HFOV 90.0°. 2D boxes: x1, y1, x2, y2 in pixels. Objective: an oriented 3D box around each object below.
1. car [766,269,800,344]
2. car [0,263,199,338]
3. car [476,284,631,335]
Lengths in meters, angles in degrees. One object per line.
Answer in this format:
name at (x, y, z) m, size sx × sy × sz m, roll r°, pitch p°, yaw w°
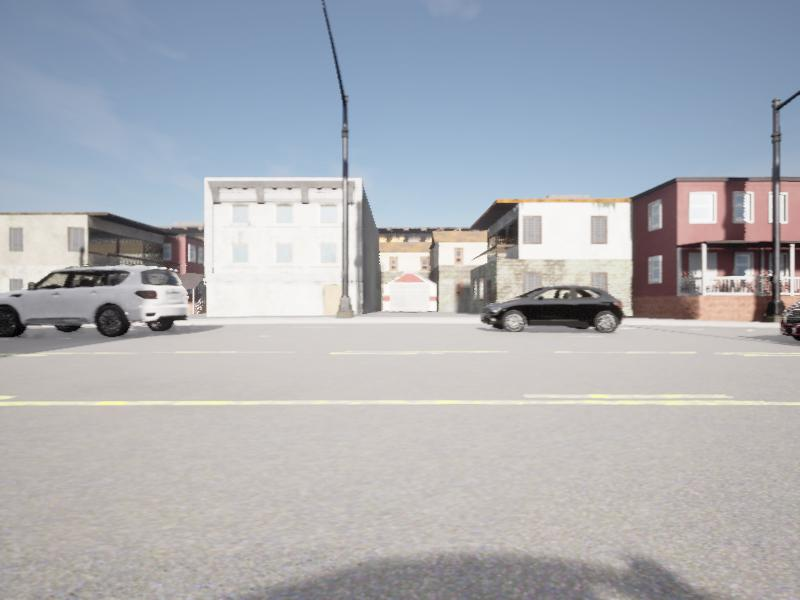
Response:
car at (11.677, 0.195, 9.205) m, size 4.553 × 1.767 × 2.097 m, roll 1°, pitch 0°, yaw 0°
car at (-9.425, 0.045, 12.251) m, size 5.566 × 2.045 × 2.150 m, roll -1°, pitch 0°, yaw 6°
car at (4.703, 0.269, 12.699) m, size 4.193 × 1.474 × 1.816 m, roll 0°, pitch 0°, yaw 0°
